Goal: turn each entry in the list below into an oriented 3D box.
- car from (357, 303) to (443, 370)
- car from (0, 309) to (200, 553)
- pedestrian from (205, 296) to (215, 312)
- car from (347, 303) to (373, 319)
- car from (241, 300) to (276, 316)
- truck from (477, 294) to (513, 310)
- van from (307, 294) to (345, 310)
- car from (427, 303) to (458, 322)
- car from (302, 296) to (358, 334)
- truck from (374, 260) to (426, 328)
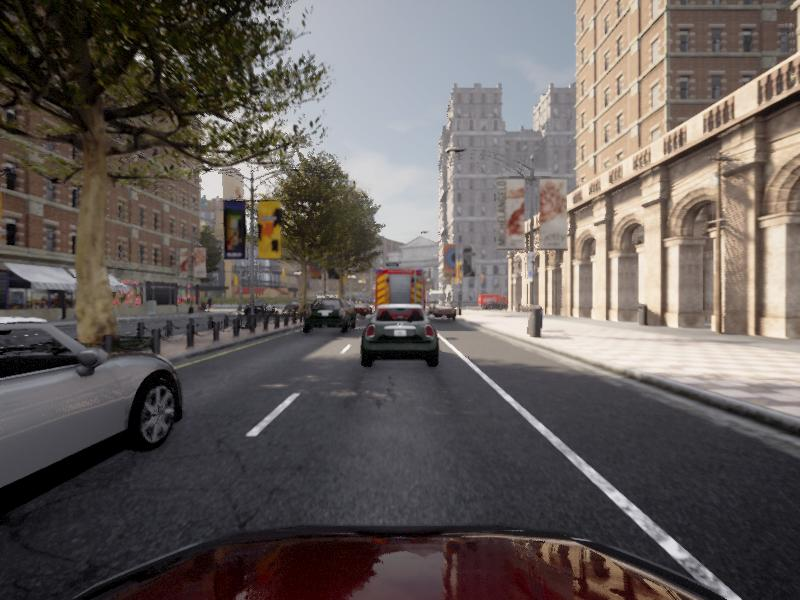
[{"bbox_3d":[0.000,0.849,11.025,1.970,1.475,3.806,0,0,0],"label":"car"},{"bbox_3d":[-3.502,0.852,3.116,1.970,1.475,3.806,0,0,0],"label":"car"},{"bbox_3d":[-23.080,0.465,48.614,0.751,1.860,0.751,0,0,7],"label":"pedestrian"},{"bbox_3d":[-3.489,0.929,35.740,1.895,1.301,4.718,0,0,0],"label":"car"},{"bbox_3d":[-15.002,0.811,42.734,2.038,1.542,4.974,0,0,0],"label":"car"},{"bbox_3d":[15.464,0.330,65.091,5.204,2.467,2.627,0,0,0],"label":"truck"},{"bbox_3d":[-12.149,0.351,65.427,6.366,2.431,2.351,0,0,33],"label":"van"},{"bbox_3d":[3.259,0.926,31.571,1.895,1.301,4.718,0,0,0],"label":"car"},{"bbox_3d":[-3.493,0.685,20.822,2.097,1.767,4.553,0,0,0],"label":"car"},{"bbox_3d":[0.014,-0.332,26.669,2.891,3.827,8.468,0,0,0],"label":"truck"}]
